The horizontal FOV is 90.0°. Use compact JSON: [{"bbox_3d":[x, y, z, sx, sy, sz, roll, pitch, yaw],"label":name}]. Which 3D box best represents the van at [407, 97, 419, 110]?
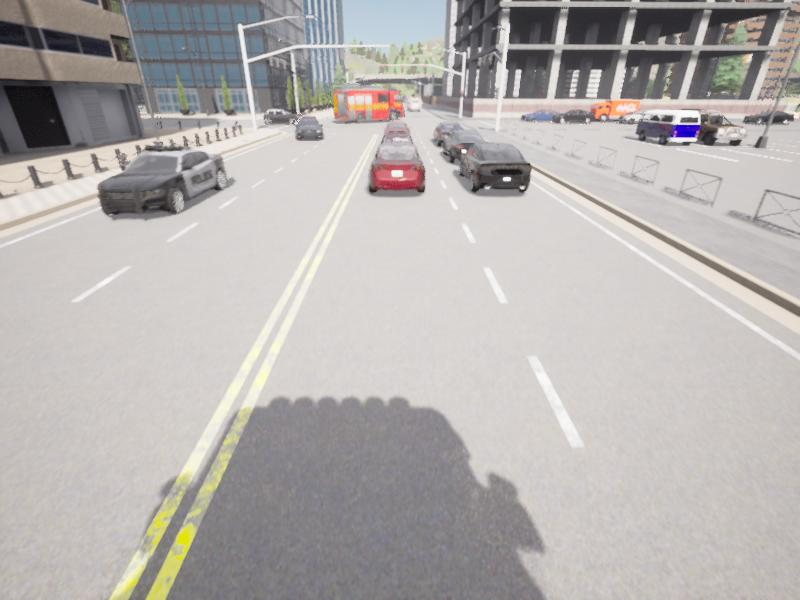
[{"bbox_3d":[2.869,-42.827,87.231,2.351,2.431,6.366,0,27,0],"label":"van"}]

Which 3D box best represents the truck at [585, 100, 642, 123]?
[{"bbox_3d":[26.175,-23.240,49.235,5.204,2.467,2.627,0,27,-1],"label":"truck"}]

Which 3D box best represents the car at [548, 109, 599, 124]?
[{"bbox_3d":[20.011,-21.202,46.278,4.892,1.490,1.837,0,27,-1],"label":"car"}]

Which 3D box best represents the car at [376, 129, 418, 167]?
[{"bbox_3d":[-0.145,-7.841,20.443,1.895,1.301,4.718,0,27,0],"label":"car"}]

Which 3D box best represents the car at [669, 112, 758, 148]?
[{"bbox_3d":[20.351,-11.267,26.332,1.932,1.855,4.605,0,27,0],"label":"car"}]

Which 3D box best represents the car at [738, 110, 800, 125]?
[{"bbox_3d":[42.838,-21.232,46.519,5.008,1.535,1.882,0,27,0],"label":"car"}]

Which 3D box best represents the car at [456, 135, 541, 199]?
[{"bbox_3d":[3.396,-5.115,14.917,1.882,1.535,5.008,0,27,-1],"label":"car"}]

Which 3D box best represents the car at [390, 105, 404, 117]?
[{"bbox_3d":[-0.438,-28.717,60.724,2.038,1.542,4.974,0,28,-1],"label":"car"}]

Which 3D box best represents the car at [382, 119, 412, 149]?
[{"bbox_3d":[-0.196,-11.095,26.607,1.812,1.442,4.674,0,27,0],"label":"car"}]

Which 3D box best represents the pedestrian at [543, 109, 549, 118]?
[{"bbox_3d":[19.878,-25.448,54.581,0.500,1.100,0.500,0,27,-1],"label":"pedestrian"}]

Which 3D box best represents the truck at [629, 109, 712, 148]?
[{"bbox_3d":[17.457,-11.327,26.213,2.069,2.038,4.478,0,27,0],"label":"truck"}]

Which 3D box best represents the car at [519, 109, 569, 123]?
[{"bbox_3d":[17.728,-22.758,49.391,5.357,1.411,2.033,0,27,-1],"label":"car"}]

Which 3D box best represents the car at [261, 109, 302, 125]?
[{"bbox_3d":[-12.643,-19.621,42.921,3.806,1.475,1.970,-3,27,-6],"label":"car"}]

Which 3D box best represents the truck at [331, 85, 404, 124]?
[{"bbox_3d":[-3.609,-22.960,46.968,8.468,3.827,2.891,-23,35,-37],"label":"truck"}]

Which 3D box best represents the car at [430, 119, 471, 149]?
[{"bbox_3d":[3.307,-11.337,27.166,2.033,1.411,5.357,0,27,0],"label":"car"}]

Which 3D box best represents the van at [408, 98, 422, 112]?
[{"bbox_3d":[2.931,-38.472,78.767,2.351,2.431,6.366,0,27,0],"label":"van"}]

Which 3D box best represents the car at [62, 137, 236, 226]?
[{"bbox_3d":[-7.082,-3.838,12.215,1.930,1.638,5.238,0,27,0],"label":"car"}]

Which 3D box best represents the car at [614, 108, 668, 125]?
[{"bbox_3d":[27.845,-21.285,46.323,4.611,1.667,2.242,0,27,-1],"label":"car"}]

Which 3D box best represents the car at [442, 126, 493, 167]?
[{"bbox_3d":[3.348,-8.037,20.697,1.812,1.442,4.674,0,27,-1],"label":"car"}]

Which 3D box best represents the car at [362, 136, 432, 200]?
[{"bbox_3d":[-0.104,-5.009,14.736,2.163,1.488,4.792,0,27,0],"label":"car"}]

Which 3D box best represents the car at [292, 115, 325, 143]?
[{"bbox_3d":[-6.738,-12.745,29.654,2.038,1.542,4.974,-5,28,-10],"label":"car"}]
